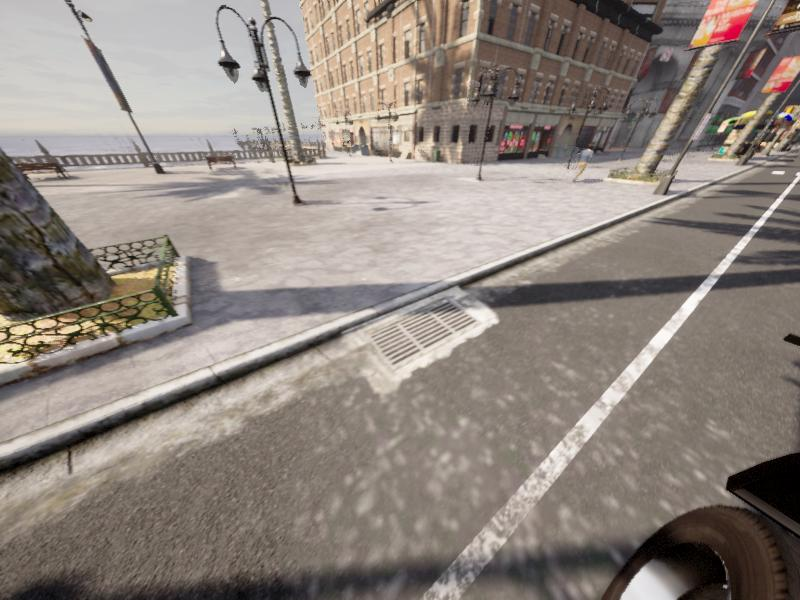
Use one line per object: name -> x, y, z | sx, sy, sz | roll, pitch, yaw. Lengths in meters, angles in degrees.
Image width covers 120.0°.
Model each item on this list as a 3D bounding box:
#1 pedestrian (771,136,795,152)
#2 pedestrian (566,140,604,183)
pedestrian -> 56.528, -22.997, 34.077 | 0.751, 1.860, 0.751 | -1, 35, -1
pedestrian -> 9.766, -7.336, 12.258 | 0.751, 1.860, 0.751 | -20, 40, -25
